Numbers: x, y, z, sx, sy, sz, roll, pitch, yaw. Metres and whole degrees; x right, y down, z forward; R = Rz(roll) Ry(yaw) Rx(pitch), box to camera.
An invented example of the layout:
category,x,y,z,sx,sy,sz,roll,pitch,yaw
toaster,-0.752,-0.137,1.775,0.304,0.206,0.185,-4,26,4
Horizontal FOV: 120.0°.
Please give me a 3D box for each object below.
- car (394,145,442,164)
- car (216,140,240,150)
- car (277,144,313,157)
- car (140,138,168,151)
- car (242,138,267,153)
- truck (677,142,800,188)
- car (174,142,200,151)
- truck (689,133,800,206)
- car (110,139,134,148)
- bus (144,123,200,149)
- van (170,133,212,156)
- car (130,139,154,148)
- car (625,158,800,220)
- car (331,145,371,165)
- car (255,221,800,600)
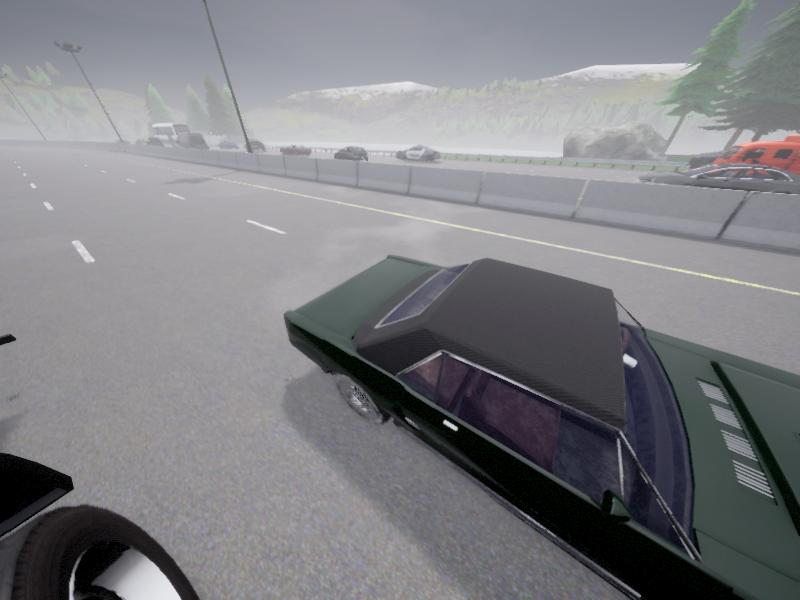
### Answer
category,x,y,z,sx,sy,sz,roll,pitch,yaw
car,1.891,-16.305,25.702,4.974,1.542,2.038,24,41,29
car,-34.897,-31.428,46.794,4.514,1.525,2.007,22,41,28
car,-14.395,-20.516,31.703,4.718,1.301,1.895,22,41,28
car,-43.921,-27.843,41.268,3.866,1.878,1.905,21,40,26
car,-24.106,-25.592,38.274,1.932,1.855,4.605,-28,43,-34
truck,22.268,-8.322,14.112,6.274,2.098,2.390,22,41,28
car,-38.784,-28.017,42.071,4.718,1.301,1.895,22,41,28
truck,17.260,-5.597,9.876,5.204,2.467,2.627,22,41,28
car,-57.950,-32.623,48.164,3.705,1.549,1.789,17,38,22
bus,-49.055,-35.385,49.837,10.273,4.253,3.944,18,39,23
van,-30.186,-22.553,33.347,5.915,2.561,1.988,22,41,28
car,-56.780,-34.529,50.911,3.988,1.617,1.851,17,38,22
car,12.660,-4.616,9.272,4.902,1.511,2.128,22,41,28
car,-5.005,-14.754,23.481,1.816,1.474,4.193,-29,44,-34
car,1.246,0.659,1.862,4.718,1.301,1.895,22,41,28
